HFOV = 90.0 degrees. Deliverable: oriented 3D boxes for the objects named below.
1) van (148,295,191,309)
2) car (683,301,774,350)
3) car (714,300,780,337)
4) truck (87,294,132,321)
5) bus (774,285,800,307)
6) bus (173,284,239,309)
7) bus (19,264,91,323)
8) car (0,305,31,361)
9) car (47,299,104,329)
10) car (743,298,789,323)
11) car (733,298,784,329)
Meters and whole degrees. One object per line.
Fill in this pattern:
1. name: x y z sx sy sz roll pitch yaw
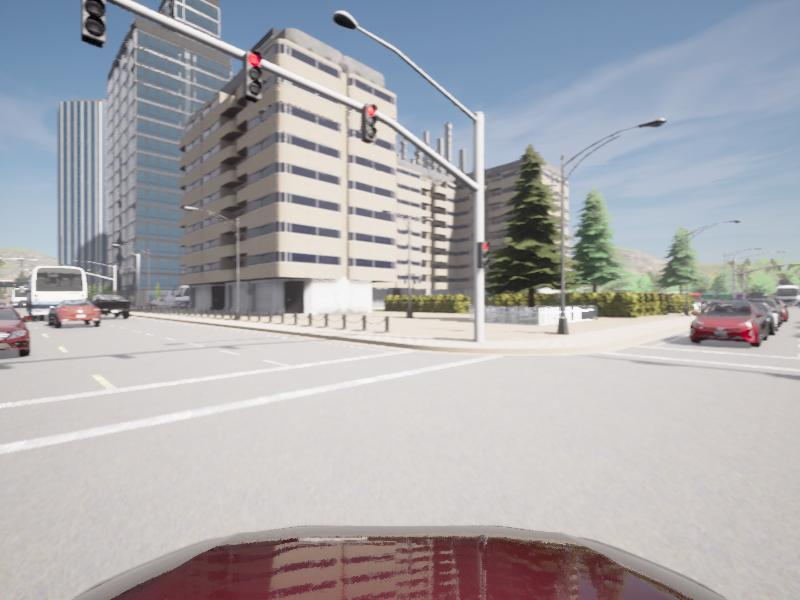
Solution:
1. van: -41.632 0.381 72.372 6.366 2.431 2.351 0 0 -45
2. car: 12.224 0.793 14.775 4.514 1.525 2.007 0 0 -43
3. car: 16.685 0.778 19.132 4.974 1.542 2.038 0 0 -45
4. truck: -25.455 0.586 34.935 2.390 2.098 6.274 0 0 -44
5. bus: 79.117 -0.764 81.300 10.273 4.253 3.944 0 0 -44
6. bus: -35.436 -0.546 73.388 10.273 4.253 3.944 0 0 -45
7. bus: -29.496 -0.481 33.959 3.944 4.253 10.273 0 0 -45
8. car: -12.418 0.893 12.011 1.812 1.442 4.674 0 0 -45
9. car: -20.198 0.814 24.799 5.027 1.651 2.152 -1 0 44
10. car: 26.595 0.680 29.009 2.242 1.667 4.611 0 0 45
11. car: 21.614 0.716 24.042 4.856 1.649 2.033 0 0 -45
